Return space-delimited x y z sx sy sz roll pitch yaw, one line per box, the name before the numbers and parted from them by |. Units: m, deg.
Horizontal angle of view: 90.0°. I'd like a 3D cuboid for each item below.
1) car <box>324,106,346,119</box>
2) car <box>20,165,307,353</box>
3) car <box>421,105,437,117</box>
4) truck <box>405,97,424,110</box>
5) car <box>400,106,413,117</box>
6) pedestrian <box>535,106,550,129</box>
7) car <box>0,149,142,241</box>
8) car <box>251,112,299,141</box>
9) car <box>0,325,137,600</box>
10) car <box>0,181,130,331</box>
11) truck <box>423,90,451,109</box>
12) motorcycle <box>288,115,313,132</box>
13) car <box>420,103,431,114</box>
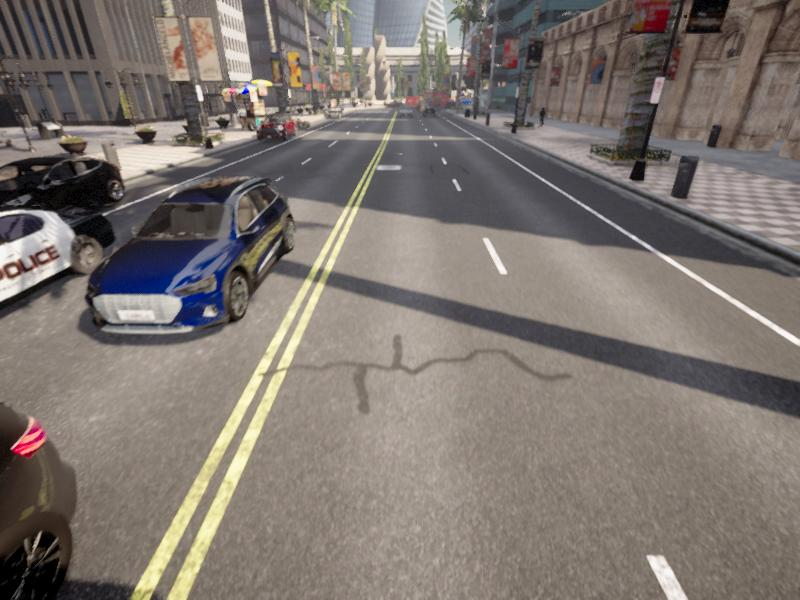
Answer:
car | -9.186 -26.655 56.780 2.231 1.521 4.892 0 27 0
car | -3.287 -1.152 7.097 2.033 1.649 4.856 0 27 1
car | 4.437 -28.856 61.056 2.128 1.511 4.902 0 27 0
truck | 3.280 -44.174 89.694 2.627 2.467 5.204 10 29 20
car | 0.936 -28.673 60.888 1.895 1.301 4.718 0 27 0
pedestrian | 12.938 -16.610 36.367 0.751 1.860 0.751 0 27 0
car | -9.895 -3.132 11.156 2.163 1.488 4.792 0 27 0
car | -9.421 -13.322 30.606 2.185 1.767 4.553 0 27 0
car | -3.414 1.957 1.011 2.242 1.667 4.611 0 27 1
car | -6.812 -0.502 5.968 2.038 1.542 4.974 0 27 1
truck | 8.597 -46.345 92.388 2.891 3.827 8.468 14 31 26
motorcycle | -9.213 -16.436 37.274 0.764 1.277 2.356 15 31 27
car | 4.531 -34.603 72.110 1.801 1.575 5.366 0 27 0
